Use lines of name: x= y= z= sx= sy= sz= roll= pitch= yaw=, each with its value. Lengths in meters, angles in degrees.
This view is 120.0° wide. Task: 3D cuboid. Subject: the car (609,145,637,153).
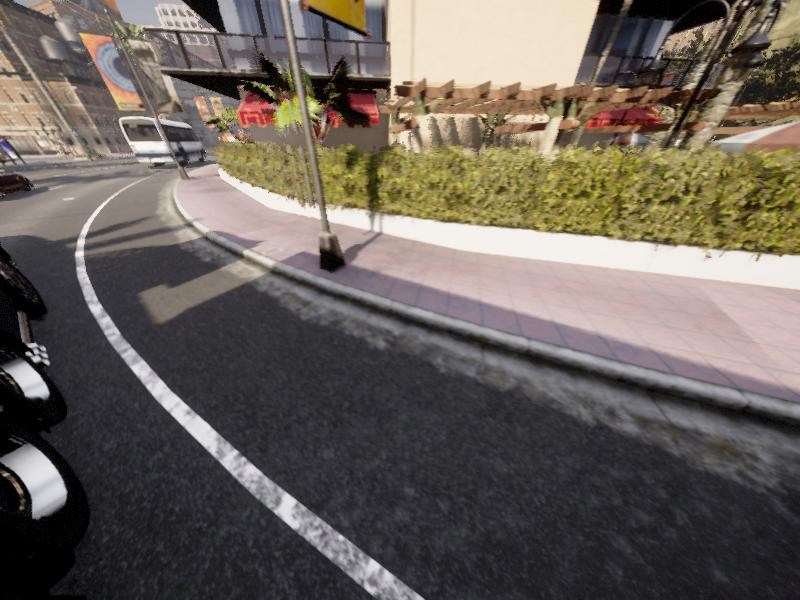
car: x=52.688 y=-35.719 z=54.615 sx=4.674 sy=1.442 sz=1.812 roll=-6 pitch=35 yaw=-8

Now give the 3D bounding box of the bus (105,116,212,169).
bus: x=-26.820 y=-18.265 z=26.924 sx=3.944 sy=4.253 sz=10.273 roll=-11 pitch=36 yaw=-15

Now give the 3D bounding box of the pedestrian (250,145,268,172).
pedestrian: x=-11.645 y=-11.684 z=19.121 sx=0.751 sy=1.860 sz=0.751 roll=-19 pitch=39 yaw=-25

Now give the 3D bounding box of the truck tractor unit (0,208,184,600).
truck tractor unit: x=-5.010 y=-0.389 z=0.918 sx=6.516 sy=4.208 sz=3.053 roll=22 pitch=40 yaw=28

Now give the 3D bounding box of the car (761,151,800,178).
car: x=31.104 y=-10.003 z=17.125 sx=1.851 sy=1.617 sz=3.988 roll=-6 pitch=35 yaw=-8

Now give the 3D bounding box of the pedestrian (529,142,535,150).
pedestrian: x=37.829 y=-44.102 z=66.156 sx=0.751 sy=1.860 sz=0.751 roll=-5 pitch=35 yaw=-7

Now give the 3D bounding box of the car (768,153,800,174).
car: x=34.407 y=-10.648 z=18.244 sx=2.033 sy=1.411 sz=5.357 roll=-5 pitch=35 yaw=-8

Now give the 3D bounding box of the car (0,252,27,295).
car: x=-9.959 y=-1.213 z=4.462 sx=5.366 sy=1.575 sz=1.801 roll=18 pitch=39 yaw=24

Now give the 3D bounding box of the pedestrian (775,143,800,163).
pedestrian: x=44.330 y=-16.646 z=26.222 sx=0.751 sy=1.860 sz=0.751 roll=-3 pitch=35 yaw=-4

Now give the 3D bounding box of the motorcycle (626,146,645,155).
motorcycle: x=46.447 y=-29.547 z=45.567 sx=0.764 sy=1.277 sz=2.356 roll=-16 pitch=36 yaw=-38

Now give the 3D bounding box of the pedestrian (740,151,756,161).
pedestrian: x=43.688 y=-18.118 z=29.035 sx=0.500 sy=1.100 sz=0.500 roll=-3 pitch=35 yaw=-5

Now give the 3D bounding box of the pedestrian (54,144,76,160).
pedestrian: x=-47.747 y=-21.123 z=32.920 sx=0.751 sy=1.860 sz=0.751 roll=-8 pitch=35 yaw=-11

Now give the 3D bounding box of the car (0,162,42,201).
car: x=-20.735 y=-5.800 z=11.330 sx=1.994 sy=1.385 sz=4.181 roll=-21 pitch=40 yaw=-28
